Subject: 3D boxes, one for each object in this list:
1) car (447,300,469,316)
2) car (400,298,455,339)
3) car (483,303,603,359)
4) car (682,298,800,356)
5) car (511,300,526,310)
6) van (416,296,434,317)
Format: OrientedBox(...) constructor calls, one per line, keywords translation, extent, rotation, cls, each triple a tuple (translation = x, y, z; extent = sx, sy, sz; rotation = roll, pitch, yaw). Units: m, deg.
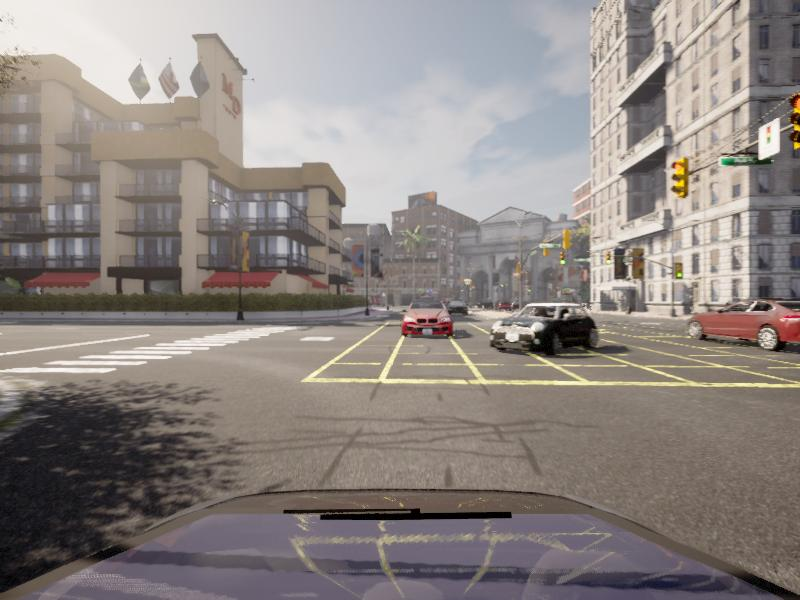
OrientedBox(translation=(6.170, 0.784, 42.935), extent=(1.930, 1.638, 5.238), rotation=(0, 0, 3), cls="car")
OrientedBox(translation=(1.259, 0.764, 18.579), extent=(2.242, 1.667, 4.611), rotation=(0, 0, 3), cls="car")
OrientedBox(translation=(4.637, 0.855, 12.744), extent=(3.806, 1.475, 1.970), rotation=(0, 0, -41), cls="car")
OrientedBox(translation=(12.499, 0.778, 13.856), extent=(2.152, 1.651, 5.027), rotation=(0, 0, 3), cls="car")
OrientedBox(translation=(19.861, 0.842, 67.128), extent=(2.038, 1.542, 4.974), rotation=(0, 0, 13), cls="car")
OrientedBox(translation=(2.538, 0.613, 40.763), extent=(1.775, 1.987, 4.442), rotation=(0, 0, 3), cls="van")
